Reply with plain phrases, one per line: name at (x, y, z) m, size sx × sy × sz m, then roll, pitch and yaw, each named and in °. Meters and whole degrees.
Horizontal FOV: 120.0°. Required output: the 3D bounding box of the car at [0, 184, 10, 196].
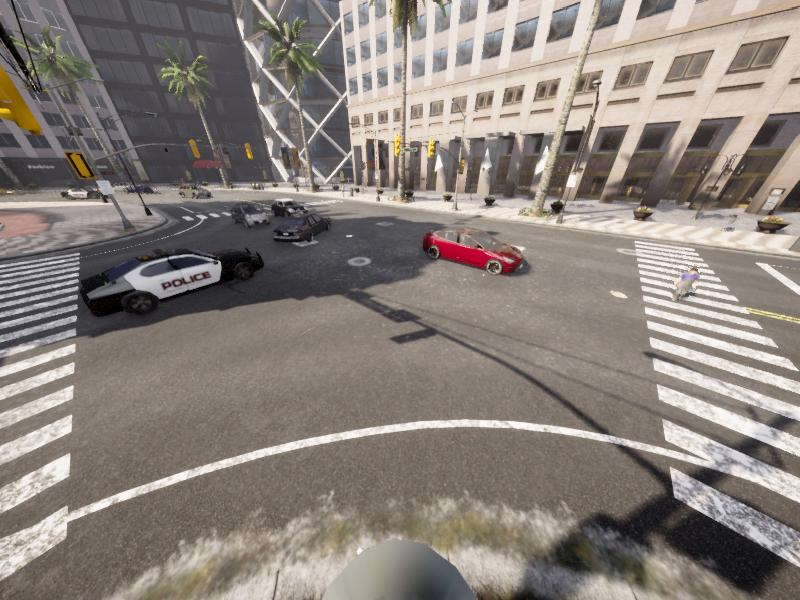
car at (-65.847, -16.901, 35.697) m, size 5.366 × 1.575 × 1.801 m, roll -16°, pitch 34°, yaw -25°

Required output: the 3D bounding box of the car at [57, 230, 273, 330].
car at (-7.817, -1.127, 8.427) m, size 2.038 × 1.542 × 4.974 m, roll 19°, pitch 35°, yaw 30°

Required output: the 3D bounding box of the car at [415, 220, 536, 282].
car at (3.320, -2.555, 10.949) m, size 4.792 × 1.488 × 2.163 m, roll 23°, pitch 37°, yaw 34°

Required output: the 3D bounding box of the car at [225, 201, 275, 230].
car at (-11.817, -6.735, 18.140) m, size 3.633 × 1.501 × 1.845 m, roll 23°, pitch 37°, yaw 34°

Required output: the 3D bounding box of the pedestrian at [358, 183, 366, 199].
pedestrian at (-5.092, -14.754, 31.347) m, size 0.751 × 1.860 × 0.751 m, roll 5°, pitch 30°, yaw 8°

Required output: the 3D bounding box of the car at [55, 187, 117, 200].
car at (-43.846, -14.963, 32.392) m, size 4.974 × 1.542 × 2.038 m, roll -3°, pitch 30°, yaw -4°

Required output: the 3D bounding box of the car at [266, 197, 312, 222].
car at (-9.942, -8.205, 20.741) m, size 3.806 × 1.475 × 1.970 m, roll 23°, pitch 37°, yaw 34°

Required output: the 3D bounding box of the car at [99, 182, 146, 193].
car at (-49.019, -19.977, 40.935) m, size 4.611 × 1.667 × 2.242 m, roll -4°, pitch 30°, yaw -7°

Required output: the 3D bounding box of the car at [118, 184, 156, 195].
car at (-43.614, -18.402, 38.349) m, size 3.633 × 1.501 × 1.845 m, roll 0°, pitch 30°, yaw -1°

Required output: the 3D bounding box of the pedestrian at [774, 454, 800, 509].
pedestrian at (5.774, 2.029, 2.582) m, size 0.751 × 1.860 × 0.751 m, roll 18°, pitch 35°, yaw 28°

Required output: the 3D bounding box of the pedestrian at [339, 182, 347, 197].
pedestrian at (-8.234, -15.896, 33.325) m, size 0.751 × 1.860 × 0.751 m, roll -21°, pitch 36°, yaw -32°

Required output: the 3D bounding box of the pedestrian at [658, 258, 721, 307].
pedestrian at (9.517, -0.588, 7.676) m, size 0.751 × 1.300 × 0.751 m, roll 21°, pitch 36°, yaw 32°

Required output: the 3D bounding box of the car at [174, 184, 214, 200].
car at (-29.494, -15.580, 33.115) m, size 4.605 × 1.855 × 1.932 m, roll 11°, pitch 31°, yaw 19°

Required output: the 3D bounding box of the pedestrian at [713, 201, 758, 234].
pedestrian at (21.908, -5.394, 15.135) m, size 0.751 × 1.860 × 0.751 m, roll 16°, pitch 34°, yaw 25°

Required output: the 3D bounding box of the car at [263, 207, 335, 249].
car at (-6.172, -4.883, 15.070) m, size 2.033 × 1.411 × 5.357 m, roll 2°, pitch 30°, yaw 4°
